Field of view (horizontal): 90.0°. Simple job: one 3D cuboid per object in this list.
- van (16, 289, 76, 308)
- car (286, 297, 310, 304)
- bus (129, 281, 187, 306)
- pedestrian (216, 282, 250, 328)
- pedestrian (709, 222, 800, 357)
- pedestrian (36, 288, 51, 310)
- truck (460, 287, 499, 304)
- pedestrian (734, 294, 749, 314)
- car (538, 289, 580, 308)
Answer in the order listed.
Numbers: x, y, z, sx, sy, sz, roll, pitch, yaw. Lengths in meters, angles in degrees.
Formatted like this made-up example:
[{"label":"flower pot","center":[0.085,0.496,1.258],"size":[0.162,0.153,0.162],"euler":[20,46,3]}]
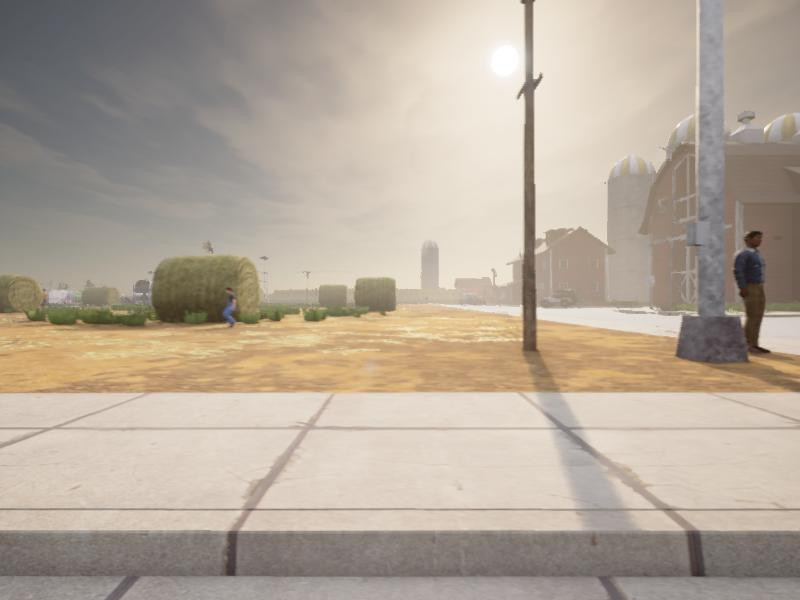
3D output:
[{"label":"van","center":[-48.023,-0.201,54.483],"size":[2.351,2.431,6.366],"euler":[0,0,3]},{"label":"car","center":[-24.349,0.209,95.991],"size":[5.238,1.638,1.930],"euler":[0,0,1]},{"label":"bus","center":[-43.678,-1.116,72.859],"size":[3.944,4.253,10.273],"euler":[0,0,3]},{"label":"pedestrian","center":[-4.925,0.146,11.773],"size":[0.751,1.300,0.751],"euler":[0,0,-38]},{"label":"pedestrian","center":[5.267,-0.143,5.963],"size":[0.751,1.860,0.751],"euler":[0,0,-20]},{"label":"pedestrian","center":[-30.510,-0.110,34.194],"size":[0.751,1.860,0.751],"euler":[0,0,29]},{"label":"truck","center":[18.343,-0.936,92.459],"size":[8.468,3.827,2.891],"euler":[0,0,0]},{"label":"pedestrian","center":[18.844,0.213,22.068],"size":[0.500,1.100,0.500],"euler":[0,0,-33]},{"label":"car","center":[17.754,-0.154,44.742],"size":[1.905,1.878,3.866],"euler":[-8,4,-43]}]
